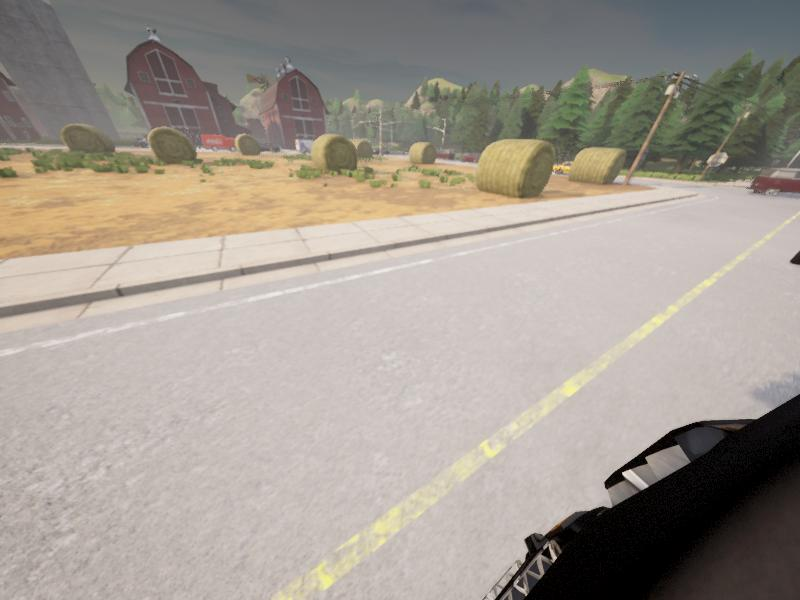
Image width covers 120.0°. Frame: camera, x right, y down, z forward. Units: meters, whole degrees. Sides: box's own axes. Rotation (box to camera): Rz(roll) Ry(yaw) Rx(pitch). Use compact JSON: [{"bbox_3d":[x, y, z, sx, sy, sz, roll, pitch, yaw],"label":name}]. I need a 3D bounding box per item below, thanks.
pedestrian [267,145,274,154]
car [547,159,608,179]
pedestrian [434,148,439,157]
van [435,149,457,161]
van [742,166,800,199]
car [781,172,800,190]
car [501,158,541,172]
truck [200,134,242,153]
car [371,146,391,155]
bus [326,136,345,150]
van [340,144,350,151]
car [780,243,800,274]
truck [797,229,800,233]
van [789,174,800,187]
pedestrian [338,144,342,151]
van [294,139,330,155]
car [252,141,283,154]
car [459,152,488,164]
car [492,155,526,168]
[{"bbox_3d":[-22.096,-25.818,39.548,0.751,1.300,0.751,-12,37,-21],"label":"pedestrian"},{"bbox_3d":[21.307,-15.966,28.013,1.801,1.575,5.366,-18,39,-28],"label":"car"},{"bbox_3d":[9.362,-37.842,59.306,0.751,1.860,0.751,26,40,30],"label":"pedestrian"},{"bbox_3d":[9.471,-30.322,48.303,1.775,1.987,4.442,-18,39,-28],"label":"van"},{"bbox_3d":[31.409,-9.147,18.122,4.442,1.987,1.775,19,38,23],"label":"van"},{"bbox_3d":[42.664,-12.515,24.335,3.705,1.549,1.789,-16,38,-26],"label":"car"},{"bbox_3d":[17.281,-19.445,33.193,1.895,1.301,4.718,-18,39,-28],"label":"car"},{"bbox_3d":[-31.208,-27.366,40.476,5.204,2.467,2.627,-19,39,-29],"label":"truck"},{"bbox_3d":[-4.910,-38.396,59.418,4.605,1.855,1.932,-19,39,-29],"label":"car"},{"bbox_3d":[-25.813,-62.765,92.321,3.944,4.253,10.273,-18,39,-28],"label":"bus"},{"bbox_3d":[-20.601,-57.239,86.465,1.775,1.987,4.442,-18,39,-28],"label":"van"},{"bbox_3d":[12.339,-1.564,5.700,5.027,1.651,2.152,-16,38,-26],"label":"car"},{"bbox_3d":[18.439,-3.667,8.523,5.204,2.467,2.627,-16,38,-26],"label":"truck"},{"bbox_3d":[48.744,-14.447,27.275,4.442,1.987,1.775,-16,38,-26],"label":"van"},{"bbox_3d":[-18.854,-48.003,72.553,0.751,1.860,0.751,-18,39,-27],"label":"pedestrian"},{"bbox_3d":[-18.230,-31.756,48.020,6.366,2.431,2.351,-19,39,-29],"label":"van"},{"bbox_3d":[-25.221,-29.160,44.126,4.605,1.855,1.932,-19,39,-29],"label":"car"},{"bbox_3d":[13.643,-26.504,43.057,2.097,1.767,4.553,-18,39,-28],"label":"car"},{"bbox_3d":[17.756,-22.707,37.904,2.007,1.525,4.514,-18,39,-28],"label":"car"}]
